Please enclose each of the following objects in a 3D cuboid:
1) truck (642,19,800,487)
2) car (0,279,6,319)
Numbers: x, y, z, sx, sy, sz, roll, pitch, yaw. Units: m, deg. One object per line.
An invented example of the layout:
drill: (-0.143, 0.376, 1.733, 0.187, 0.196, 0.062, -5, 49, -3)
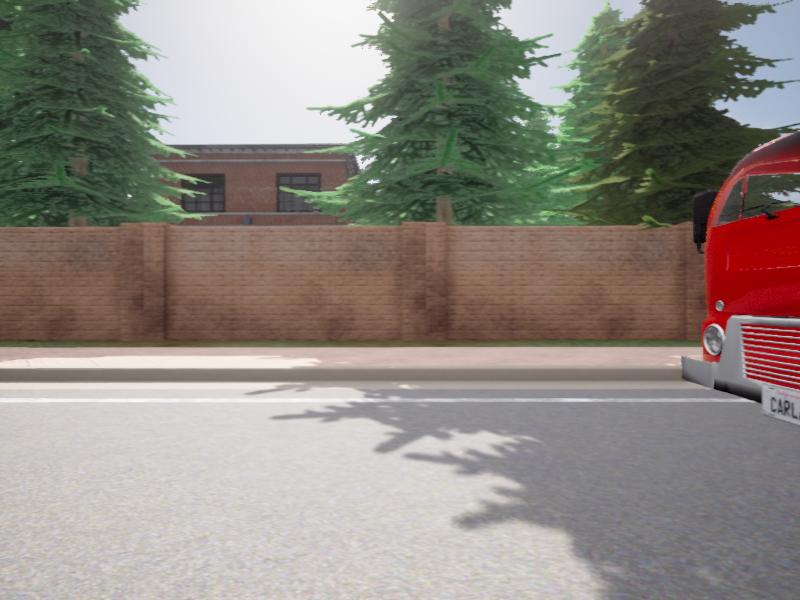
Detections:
truck: (4.711, -0.250, 2.173, 5.204, 2.467, 2.627, 0, 0, 0)
car: (-21.628, -0.038, 18.012, 2.150, 2.045, 5.566, 0, 0, 3)
